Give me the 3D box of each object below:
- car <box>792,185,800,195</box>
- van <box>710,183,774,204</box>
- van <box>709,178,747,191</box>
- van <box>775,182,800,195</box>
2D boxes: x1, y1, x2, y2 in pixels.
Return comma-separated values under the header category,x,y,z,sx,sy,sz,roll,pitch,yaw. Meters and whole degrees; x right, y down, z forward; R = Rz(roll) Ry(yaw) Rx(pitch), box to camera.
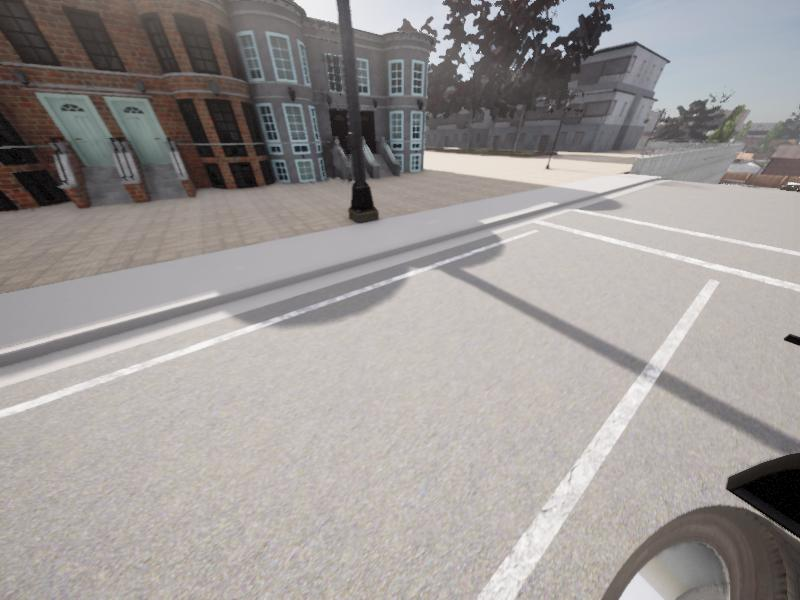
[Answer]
category,x,y,z,sx,sy,sz,roll,pitch,yaw
car,23.313,-6.384,12.058,4.553,1.767,2.097,-15,37,-32
van,66.037,-20.831,44.838,2.351,2.431,6.366,-5,37,-6
van,75.146,-26.449,53.010,1.775,1.987,4.442,-22,40,-27
van,83.276,-23.253,48.349,2.069,2.038,4.480,-22,40,-27
